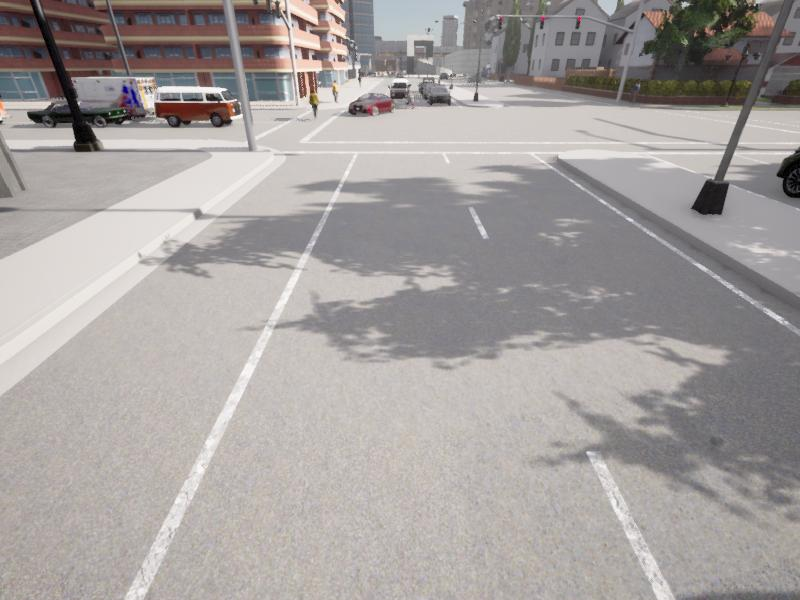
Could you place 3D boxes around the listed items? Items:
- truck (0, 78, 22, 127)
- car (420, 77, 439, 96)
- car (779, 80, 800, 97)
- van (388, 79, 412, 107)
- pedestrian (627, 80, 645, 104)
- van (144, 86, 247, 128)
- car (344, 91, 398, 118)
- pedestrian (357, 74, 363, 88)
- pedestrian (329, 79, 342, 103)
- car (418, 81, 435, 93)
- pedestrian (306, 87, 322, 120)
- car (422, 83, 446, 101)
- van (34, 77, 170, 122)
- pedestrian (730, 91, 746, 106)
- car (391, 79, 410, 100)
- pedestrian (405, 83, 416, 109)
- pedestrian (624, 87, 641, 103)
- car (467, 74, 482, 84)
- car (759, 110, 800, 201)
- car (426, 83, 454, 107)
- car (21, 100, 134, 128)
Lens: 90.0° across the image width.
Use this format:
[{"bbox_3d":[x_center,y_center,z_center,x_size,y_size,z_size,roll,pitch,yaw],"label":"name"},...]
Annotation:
[{"bbox_3d":[-25.837,-11.234,22.810,5.204,2.467,2.627,0,30,-1],"label":"truck"},{"bbox_3d":[3.511,-25.624,48.030,1.905,1.878,3.866,0,30,0],"label":"car"},{"bbox_3d":[41.435,-21.481,40.666,1.970,1.475,3.806,0,30,0],"label":"car"},{"bbox_3d":[0.010,-18.957,36.462,2.069,2.038,4.480,0,30,0],"label":"van"},{"bbox_3d":[20.662,-18.198,35.005,0.751,1.860,0.751,5,31,9],"label":"pedestrian"},{"bbox_3d":[-11.609,-11.142,23.077,4.480,2.038,2.069,-1,30,-1],"label":"van"},{"bbox_3d":[-1.991,-14.275,29.110,1.994,1.385,4.181,15,33,24],"label":"car"},{"bbox_3d":[-6.116,-33.395,61.018,0.751,1.860,0.751,-1,30,-2],"label":"pedestrian"},{"bbox_3d":[-5.760,-18.683,35.822,0.751,1.860,0.751,26,39,37],"label":"pedestrian"},{"bbox_3d":[3.513,-28.675,53.846,1.895,1.301,4.718,0,30,0],"label":"car"},{"bbox_3d":[-5.499,-12.639,25.772,0.751,1.860,0.751,-3,30,-5],"label":"pedestrian"},{"bbox_3d":[3.511,-22.233,42.628,2.163,1.488,4.792,0,30,0],"label":"car"},{"bbox_3d":[-19.056,-13.035,25.936,6.366,2.431,2.351,0,30,-1],"label":"van"},{"bbox_3d":[28.413,-16.970,33.657,0.500,1.100,0.500,0,30,-1],"label":"pedestrian"},{"bbox_3d":[0.014,-22.565,42.802,1.932,1.855,4.605,0,30,0],"label":"car"},{"bbox_3d":[0.840,-16.474,32.341,0.751,1.860,0.751,5,31,8],"label":"pedestrian"},{"bbox_3d":[20.922,-18.453,35.998,0.751,1.300,0.751,0,30,0],"label":"pedestrian"},{"bbox_3d":[15.019,-44.614,80.819,2.152,1.651,5.027,0,30,0],"label":"car"},{"bbox_3d":[11.506,-2.754,8.707,2.150,2.045,5.566,0,30,0],"label":"car"},{"bbox_3d":[3.543,-18.736,36.481,1.930,1.638,5.238,0,30,0],"label":"car"},{"bbox_3d":[-18.533,-10.786,23.207,4.718,1.301,1.895,0,30,-1],"label":"car"}]
